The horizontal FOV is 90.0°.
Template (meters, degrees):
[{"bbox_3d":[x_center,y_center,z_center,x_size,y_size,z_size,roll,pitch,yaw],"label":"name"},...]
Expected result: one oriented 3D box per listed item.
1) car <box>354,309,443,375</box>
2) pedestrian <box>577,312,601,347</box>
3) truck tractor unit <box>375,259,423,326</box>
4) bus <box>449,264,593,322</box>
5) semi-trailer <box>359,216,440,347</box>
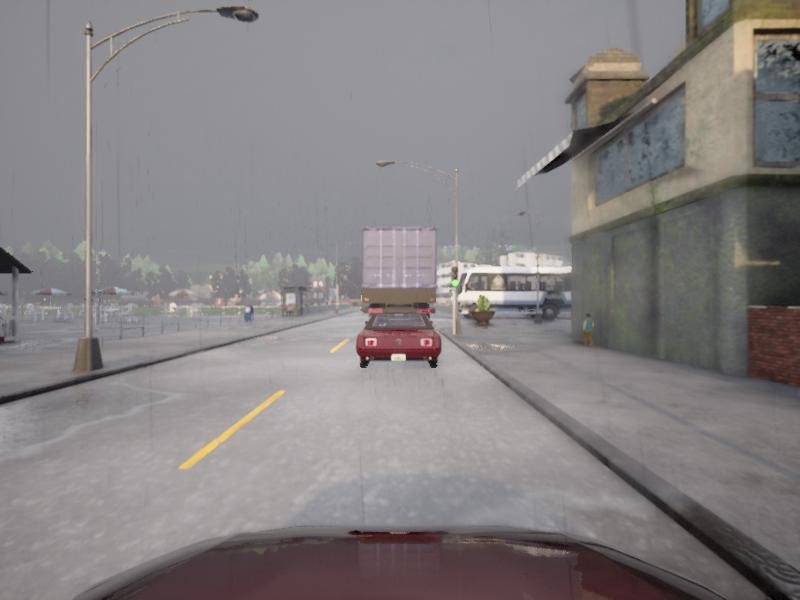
[{"bbox_3d":[-0.027,0.953,10.872,1.895,1.301,4.718,0,0,0],"label":"car"},{"bbox_3d":[5.983,0.925,12.678,0.500,1.100,0.500,0,0,0],"label":"pedestrian"},{"bbox_3d":[-0.062,-0.498,28.434,3.053,4.208,6.516,0,0,0],"label":"truck tractor unit"},{"bbox_3d":[9.321,-0.504,31.979,10.273,4.253,3.944,0,0,-1],"label":"bus"},{"bbox_3d":[-0.041,-0.600,20.520,2.717,4.402,14.254,0,0,0],"label":"semi-trailer"}]
